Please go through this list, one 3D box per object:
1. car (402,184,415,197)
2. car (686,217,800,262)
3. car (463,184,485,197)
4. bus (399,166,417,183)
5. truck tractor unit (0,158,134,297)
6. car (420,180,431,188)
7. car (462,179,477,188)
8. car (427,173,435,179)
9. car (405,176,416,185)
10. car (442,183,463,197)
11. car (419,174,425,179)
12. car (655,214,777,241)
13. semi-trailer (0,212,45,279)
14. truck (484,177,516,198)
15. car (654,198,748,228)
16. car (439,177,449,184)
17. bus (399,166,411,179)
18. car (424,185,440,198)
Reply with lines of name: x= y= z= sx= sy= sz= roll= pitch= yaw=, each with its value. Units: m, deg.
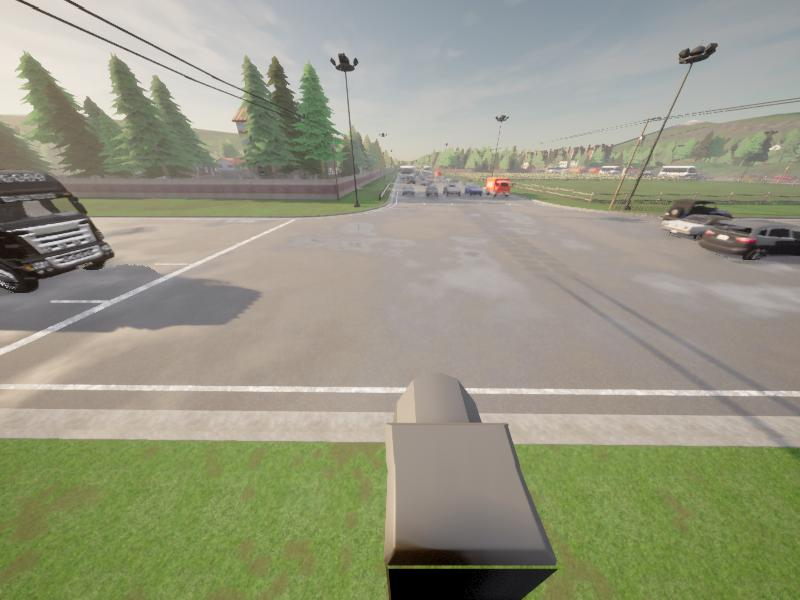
car: x=1.315 y=-17.497 z=36.868 sx=1.812 sy=1.442 sz=4.674 roll=0 pitch=30 yaw=0
car: x=18.621 y=-3.129 z=11.758 sx=4.611 sy=1.667 sz=2.242 roll=0 pitch=30 yaw=1
car: x=11.815 y=-17.729 z=37.175 sx=1.882 sy=1.535 sz=5.008 roll=0 pitch=30 yaw=0
bus: x=2.538 y=-38.582 z=70.581 sx=3.944 sy=4.253 sz=10.273 roll=5 pitch=30 yaw=8
truck tractor unit: x=-15.673 y=-2.693 z=8.445 sx=6.516 sy=4.208 sz=3.053 roll=0 pitch=30 yaw=1
car: x=5.759 y=-26.615 z=52.735 sx=1.994 sy=1.385 sz=4.181 roll=6 pitch=31 yaw=10
car: x=15.384 y=-25.966 z=51.454 sx=2.007 sy=1.525 sz=4.514 roll=0 pitch=30 yaw=0
car: x=12.064 y=-48.155 z=89.744 sx=2.242 sy=1.667 sz=4.611 roll=0 pitch=30 yaw=0
car: x=2.725 y=-30.290 z=58.571 sx=1.905 sy=1.878 sz=3.866 roll=-6 pitch=31 yaw=-10
car: x=8.315 y=-17.780 z=37.179 sx=2.152 sy=1.651 sz=5.027 roll=0 pitch=30 yaw=0
car: x=8.559 y=-48.271 z=90.133 sx=2.163 sy=1.488 sz=4.792 roll=0 pitch=30 yaw=0
car: x=20.043 y=-4.712 z=14.871 sx=4.718 sy=1.301 sz=1.895 roll=0 pitch=30 yaw=1
semi-trailer: x=-23.582 y=-2.897 z=8.605 sx=14.254 sy=4.402 sz=2.717 roll=1 pitch=30 yaw=2
truck: x=15.310 y=-17.512 z=35.860 sx=2.627 sy=2.467 sz=5.204 roll=0 pitch=30 yaw=0
car: x=22.833 y=-6.703 z=17.725 sx=3.866 sy=1.878 sz=1.905 roll=0 pitch=30 yaw=1
car: x=11.937 y=-32.737 z=63.231 sx=1.970 sy=1.475 sz=3.806 roll=0 pitch=30 yaw=0
bus: x=1.845 y=-51.706 z=93.309 sx=3.944 sy=4.253 sz=10.273 roll=-3 pitch=30 yaw=-2
car: x=4.804 y=-16.481 z=34.999 sx=1.789 sy=1.549 sz=3.705 roll=0 pitch=30 yaw=0
